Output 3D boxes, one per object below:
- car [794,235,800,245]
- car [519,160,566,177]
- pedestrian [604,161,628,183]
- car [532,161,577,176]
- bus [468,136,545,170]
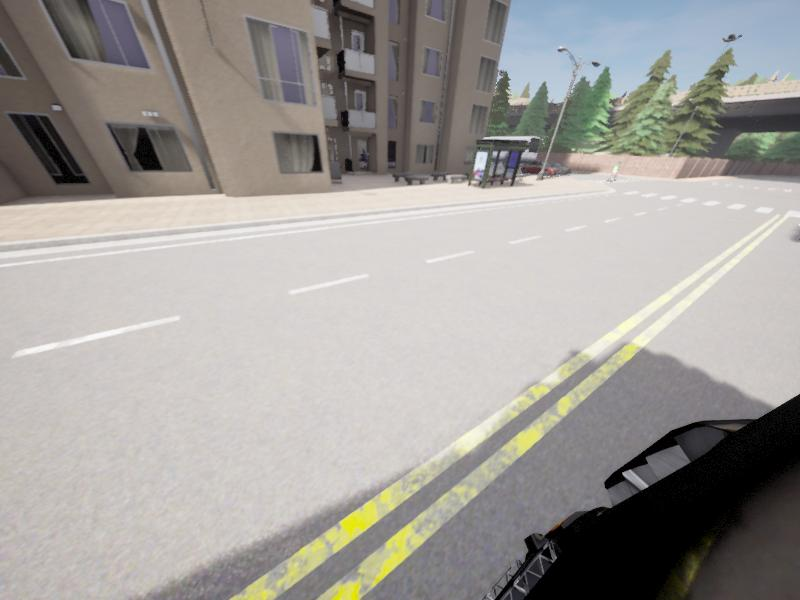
[{"bbox_3d":[15.815,-2.569,7.804,4.718,1.301,1.895,-17,38,-27],"label":"car"},{"bbox_3d":[16.990,-15.862,27.789,1.816,1.474,4.193,-17,38,-27],"label":"car"},{"bbox_3d":[21.780,-12.962,23.328,0.751,1.860,0.751,0,33,-3],"label":"pedestrian"},{"bbox_3d":[19.755,-16.914,29.674,1.994,1.385,4.181,-18,38,-28],"label":"car"},{"bbox_3d":[16.933,-24.294,38.052,3.944,4.253,10.273,-19,39,-30],"label":"bus"}]
